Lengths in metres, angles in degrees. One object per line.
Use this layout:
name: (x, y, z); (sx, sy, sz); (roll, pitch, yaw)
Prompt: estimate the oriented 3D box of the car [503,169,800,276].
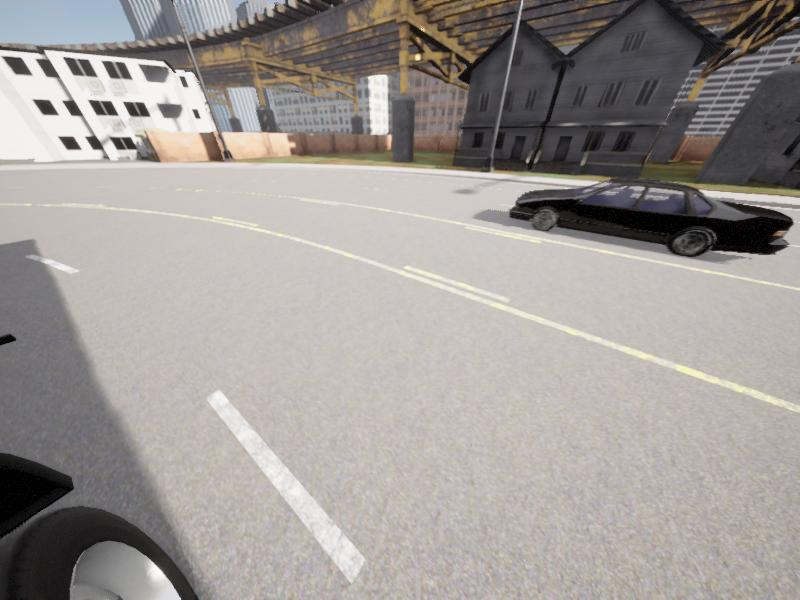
car: (5.991, -2.445, 6.216); (5.357, 1.411, 2.033); (22, 41, 28)
